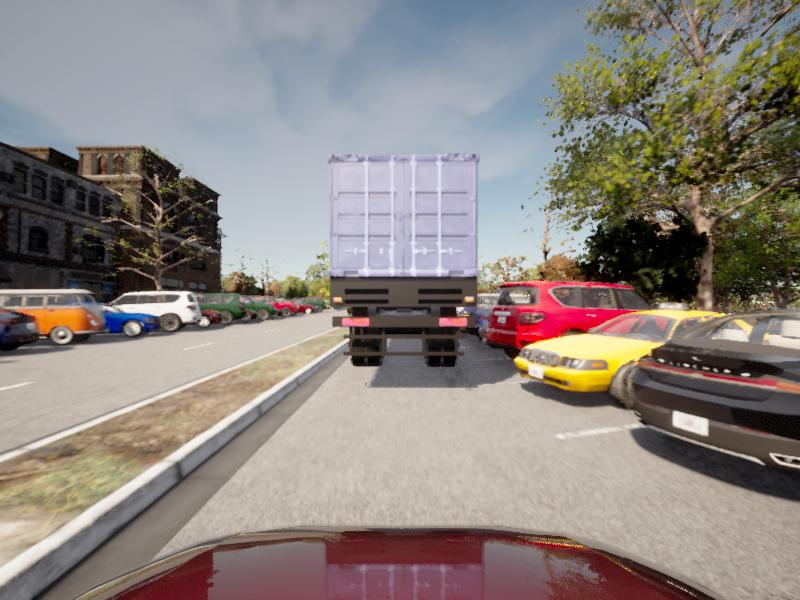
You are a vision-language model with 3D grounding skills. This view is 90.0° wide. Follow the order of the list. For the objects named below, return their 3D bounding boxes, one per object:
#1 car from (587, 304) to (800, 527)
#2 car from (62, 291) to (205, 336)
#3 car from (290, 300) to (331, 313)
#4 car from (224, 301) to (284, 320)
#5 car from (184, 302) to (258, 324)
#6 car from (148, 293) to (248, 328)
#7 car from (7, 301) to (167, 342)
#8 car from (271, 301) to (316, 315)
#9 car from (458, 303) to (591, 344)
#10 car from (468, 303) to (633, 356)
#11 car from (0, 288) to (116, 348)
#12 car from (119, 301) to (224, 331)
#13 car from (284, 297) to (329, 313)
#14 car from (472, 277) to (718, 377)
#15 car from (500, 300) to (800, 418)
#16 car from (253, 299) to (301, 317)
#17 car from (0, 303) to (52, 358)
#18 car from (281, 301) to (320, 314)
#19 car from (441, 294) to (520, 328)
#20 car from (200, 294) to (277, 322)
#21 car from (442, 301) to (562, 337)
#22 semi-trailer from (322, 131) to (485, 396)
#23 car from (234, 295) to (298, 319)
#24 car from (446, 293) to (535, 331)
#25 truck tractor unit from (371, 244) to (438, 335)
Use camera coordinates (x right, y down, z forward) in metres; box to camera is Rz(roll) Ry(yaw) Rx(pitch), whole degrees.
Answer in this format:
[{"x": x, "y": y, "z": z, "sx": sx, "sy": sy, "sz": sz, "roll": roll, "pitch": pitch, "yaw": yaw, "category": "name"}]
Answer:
[{"x": 4.813, "y": 0.838, "z": 4.299, "sx": 4.892, "sy": 1.521, "sz": 2.231, "roll": 1, "pitch": 0, "yaw": -19, "category": "car"}, {"x": -13.164, "y": 0.602, "z": 20.309, "sx": 5.566, "sy": 2.045, "sz": 2.435, "roll": -1, "pitch": 0, "yaw": -19, "category": "car"}, {"x": -12.594, "y": 0.901, "z": 56.384, "sx": 5.366, "sy": 1.575, "sz": 1.946, "roll": -1, "pitch": 0, "yaw": -19, "category": "car"}, {"x": -12.837, "y": 0.913, "z": 35.359, "sx": 4.792, "sy": 1.488, "sz": 2.163, "roll": -1, "pitch": 0, "yaw": -19, "category": "car"}, {"x": -12.946, "y": 0.901, "z": 29.348, "sx": 4.792, "sy": 1.488, "sz": 2.163, "roll": -1, "pitch": 0, "yaw": -19, "category": "car"}, {"x": -13.055, "y": 0.614, "z": 26.317, "sx": 5.566, "sy": 2.045, "sz": 2.435, "roll": -1, "pitch": 0, "yaw": -19, "category": "car"}, {"x": -13.193, "y": 0.847, "z": 17.317, "sx": 5.008, "sy": 1.535, "sz": 2.097, "roll": -1, "pitch": 0, "yaw": -19, "category": "car"}, {"x": -12.621, "y": 0.910, "z": 47.382, "sx": 5.008, "sy": 1.535, "sz": 2.097, "roll": -1, "pitch": 0, "yaw": -19, "category": "car"}, {"x": 5.016, "y": 0.889, "z": 16.203, "sx": 4.792, "sy": 1.488, "sz": 2.163, "roll": 1, "pitch": 0, "yaw": -19, "category": "car"}, {"x": 4.913, "y": 0.883, "z": 13.201, "sx": 4.792, "sy": 1.488, "sz": 2.163, "roll": 1, "pitch": 0, "yaw": -19, "category": "car"}, {"x": -13.138, "y": 0.613, "z": 14.353, "sx": 4.442, "sy": 1.987, "sz": 1.878, "roll": -1, "pitch": 0, "yaw": -19, "category": "car"}, {"x": -13.085, "y": 0.859, "z": 23.327, "sx": 5.008, "sy": 1.535, "sz": 2.097, "roll": -1, "pitch": 0, "yaw": -19, "category": "car"}, {"x": -12.511, "y": 0.660, "z": 53.407, "sx": 5.566, "sy": 2.045, "sz": 2.435, "roll": -1, "pitch": 0, "yaw": -19, "category": "car"}, {"x": 4.920, "y": 0.597, "z": 10.253, "sx": 5.566, "sy": 2.045, "sz": 2.435, "roll": 1, "pitch": 0, "yaw": -19, "category": "car"}, {"x": 4.677, "y": 0.837, "z": 7.203, "sx": 5.366, "sy": 1.575, "sz": 1.946, "roll": 1, "pitch": 0, "yaw": -19, "category": "car"}, {"x": -12.716, "y": 0.771, "z": 41.365, "sx": 4.553, "sy": 1.767, "sz": 2.185, "roll": -1, "pitch": 0, "yaw": -19, "category": "car"}, {"x": -13.321, "y": 0.864, "z": 11.286, "sx": 4.792, "sy": 1.488, "sz": 2.163, "roll": -1, "pitch": 0, "yaw": -19, "category": "car"}, {"x": -12.551, "y": 0.953, "z": 50.406, "sx": 4.674, "sy": 1.452, "sz": 2.002, "roll": -1, "pitch": 0, "yaw": -19, "category": "car"}, {"x": 5.036, "y": 0.649, "z": 25.078, "sx": 4.442, "sy": 1.987, "sz": 1.878, "roll": 1, "pitch": 0, "yaw": -19, "category": "car"}, {"x": -12.898, "y": 0.626, "z": 32.356, "sx": 5.566, "sy": 2.045, "sz": 2.435, "roll": -1, "pitch": 0, "yaw": -19, "category": "car"}, {"x": 4.864, "y": 0.860, "z": 19.103, "sx": 5.366, "sy": 1.575, "sz": 1.946, "roll": 1, "pitch": 0, "yaw": -19, "category": "car"}, {"x": 0.150, "y": -0.591, "z": 13.782, "sx": 2.717, "sy": 4.402, "sz": 14.254, "roll": 0, "pitch": 0, "yaw": 1, "category": "semi-trailer"}, {"x": -12.786, "y": 0.639, "z": 38.369, "sx": 5.566, "sy": 2.045, "sz": 2.435, "roll": -1, "pitch": 0, "yaw": -19, "category": "car"}, {"x": 4.986, "y": 0.643, "z": 22.100, "sx": 4.442, "sy": 1.987, "sz": 1.878, "roll": 1, "pitch": 0, "yaw": -19, "category": "car"}, {"x": 0.258, "y": -0.481, "z": 21.695, "sx": 3.053, "sy": 4.208, "sz": 6.516, "roll": 0, "pitch": 0, "yaw": 1, "category": "truck tractor unit"}]
